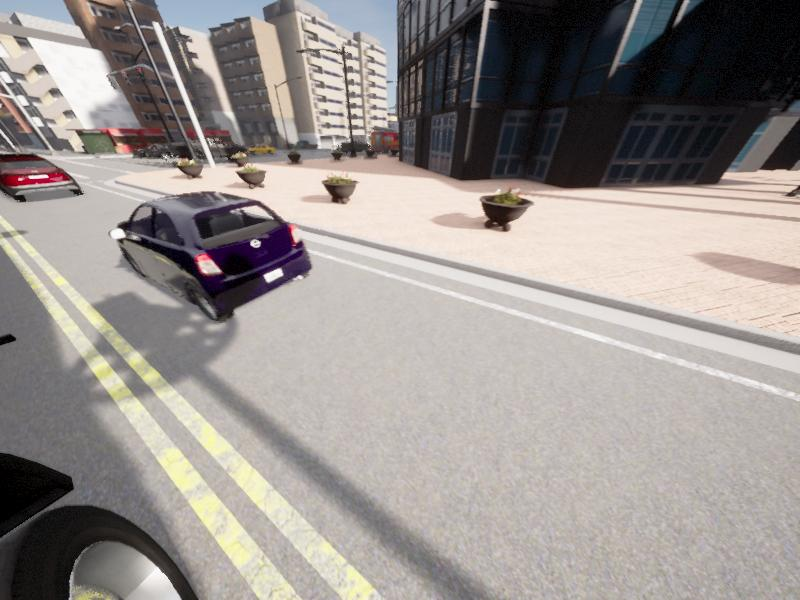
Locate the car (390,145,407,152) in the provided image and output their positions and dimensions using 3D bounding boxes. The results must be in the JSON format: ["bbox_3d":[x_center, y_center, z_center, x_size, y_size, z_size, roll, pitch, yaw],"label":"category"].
[{"bbox_3d":[-0.299,-36.438,55.399,1.895,1.301,4.718,19,38,24],"label":"car"}]

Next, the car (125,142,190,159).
[{"bbox_3d":[-30.598,-19.081,29.413,1.930,1.638,5.238,18,38,23],"label":"car"}]

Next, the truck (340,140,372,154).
[{"bbox_3d":[-8.262,-29.051,43.837,2.390,2.098,6.274,19,38,24],"label":"truck"}]

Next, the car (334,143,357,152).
[{"bbox_3d":[-11.761,-33.442,50.526,2.033,1.649,4.856,19,38,24],"label":"car"}]

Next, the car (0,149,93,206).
[{"bbox_3d":[-16.584,-5.613,10.314,4.856,1.649,2.033,19,40,24],"label":"car"}]

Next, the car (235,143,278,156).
[{"bbox_3d":[-22.046,-23.404,35.846,1.801,1.575,5.366,19,38,24],"label":"car"}]

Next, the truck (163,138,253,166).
[{"bbox_3d":[-18.939,-15.015,23.348,2.390,2.098,6.274,19,39,24],"label":"truck"}]

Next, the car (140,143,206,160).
[{"bbox_3d":[-27.444,-18.186,28.178,1.930,1.638,5.238,19,39,24],"label":"car"}]

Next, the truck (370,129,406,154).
[{"bbox_3d":[-2.140,-31.719,46.300,2.891,3.827,8.468,19,38,24],"label":"truck"}]

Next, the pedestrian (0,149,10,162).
[{"bbox_3d":[-41.158,-15.165,23.447,0.751,1.860,0.751,22,41,28],"label":"pedestrian"}]

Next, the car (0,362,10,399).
[{"bbox_3d":[-6.814,0.129,2.343,4.974,1.542,2.038,19,40,25],"label":"car"}]

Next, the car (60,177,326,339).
[{"bbox_3d":[-3.451,-1.078,4.066,3.633,1.501,1.845,19,39,24],"label":"car"}]
